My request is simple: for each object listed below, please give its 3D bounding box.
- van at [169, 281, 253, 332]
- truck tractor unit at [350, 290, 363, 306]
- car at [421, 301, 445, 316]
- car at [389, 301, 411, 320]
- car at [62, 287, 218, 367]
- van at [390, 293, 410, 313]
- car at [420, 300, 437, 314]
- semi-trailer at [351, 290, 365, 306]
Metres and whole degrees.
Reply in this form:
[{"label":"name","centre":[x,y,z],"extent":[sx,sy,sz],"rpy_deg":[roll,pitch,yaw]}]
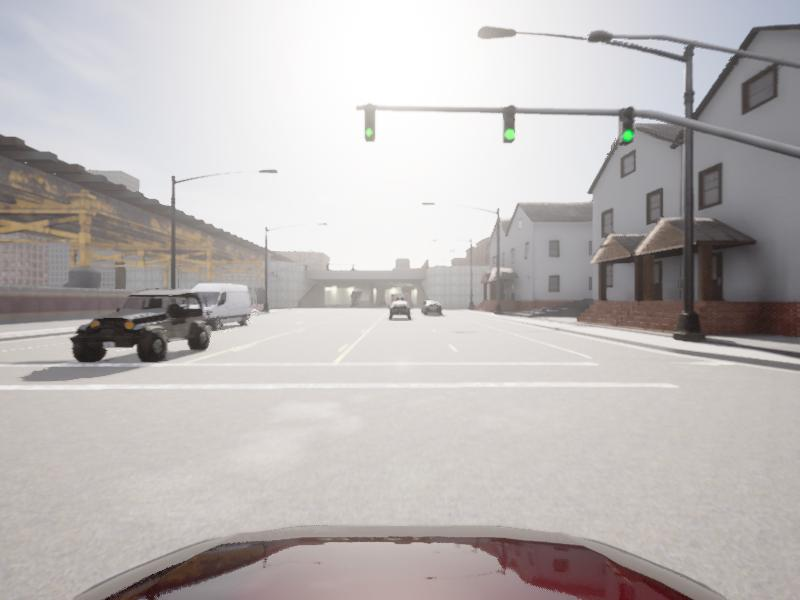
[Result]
[{"label":"van","centre":[-10.509,0.328,22.903],"extent":[1.988,2.561,5.915],"rpy_deg":[0,0,0]},{"label":"truck tractor unit","centre":[-11.917,-0.481,109.155],"extent":[3.053,4.208,6.516],"rpy_deg":[0,0,-3]},{"label":"car","centre":[3.491,0.851,43.308],"extent":[2.128,1.511,4.902],"rpy_deg":[0,0,0]},{"label":"car","centre":[-0.004,0.856,35.358],"extent":[1.837,1.490,4.892],"rpy_deg":[0,0,0]},{"label":"car","centre":[-7.002,0.648,11.355],"extent":[1.905,1.878,3.866],"rpy_deg":[0,0,0]},{"label":"van","centre":[0.004,0.396,51.339],"extent":[2.351,2.431,6.366],"rpy_deg":[0,0,0]},{"label":"car","centre":[3.502,0.806,49.504],"extent":[1.851,1.617,3.988],"rpy_deg":[0,0,0]},{"label":"semi-trailer","centre":[-12.076,-0.572,117.065],"extent":[2.717,4.402,14.254],"rpy_deg":[0,0,-1]}]
